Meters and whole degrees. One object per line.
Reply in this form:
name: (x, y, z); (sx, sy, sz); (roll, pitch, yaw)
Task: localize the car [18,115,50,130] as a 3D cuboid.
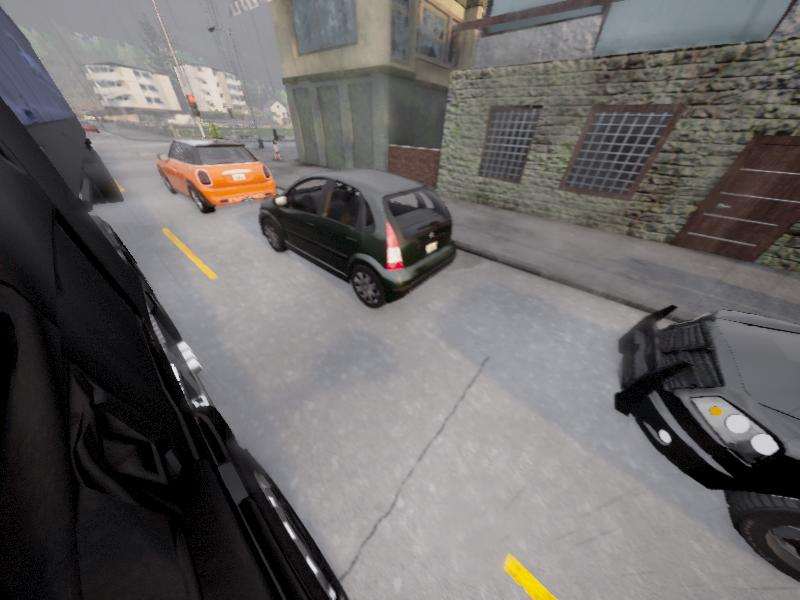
car: (-50.913, -24.767, 32.220); (4.892, 1.490, 1.837); (28, 44, 30)

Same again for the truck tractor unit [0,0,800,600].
truck tractor unit: (-2.645, -0.295, 0.351); (6.516, 4.208, 3.053); (28, 44, 30)

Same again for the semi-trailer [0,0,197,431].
semi-trailer: (-8.463, -3.759, 4.440); (14.254, 4.402, 2.717); (31, 46, 32)

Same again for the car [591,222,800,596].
car: (4.189, 1.301, 0.885); (4.974, 1.542, 2.038); (28, 44, 30)

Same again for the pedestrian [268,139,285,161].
pedestrian: (-7.803, -9.466, 14.611); (0.500, 1.100, 0.500); (18, 40, 20)

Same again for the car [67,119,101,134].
car: (-41.345, -22.777, 30.256); (4.181, 1.385, 1.994); (28, 44, 30)

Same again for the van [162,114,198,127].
van: (-60.765, -49.745, 64.029); (2.351, 2.431, 6.366); (28, 44, 30)

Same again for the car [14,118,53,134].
car: (-42.588, -20.273, 26.915); (4.718, 1.301, 1.895); (28, 44, 30)

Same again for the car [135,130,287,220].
car: (-6.043, -4.229, 7.395); (4.553, 1.767, 2.097); (28, 44, 30)

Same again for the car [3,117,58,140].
car: (-34.739, -16.229, 21.836); (4.902, 1.511, 2.128); (28, 44, 30)

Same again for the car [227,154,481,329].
car: (-0.991, -1.477, 4.200); (3.988, 1.617, 1.851); (28, 44, 30)
